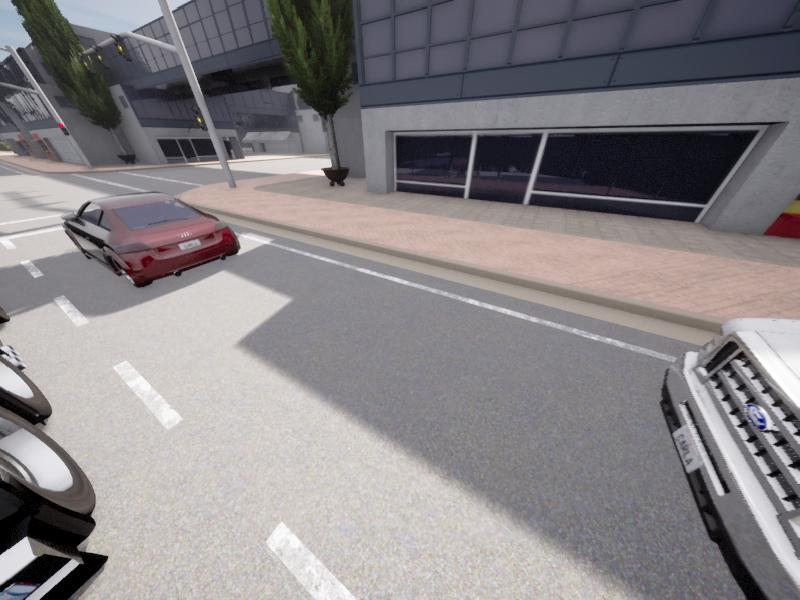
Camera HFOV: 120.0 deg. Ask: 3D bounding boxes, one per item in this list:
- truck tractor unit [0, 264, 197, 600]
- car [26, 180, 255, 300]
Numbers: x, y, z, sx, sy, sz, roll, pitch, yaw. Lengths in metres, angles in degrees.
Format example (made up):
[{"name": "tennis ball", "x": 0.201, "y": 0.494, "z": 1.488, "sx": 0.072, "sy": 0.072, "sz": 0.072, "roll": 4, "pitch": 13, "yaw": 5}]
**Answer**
[{"name": "truck tractor unit", "x": -5.112, "y": -0.300, "z": 0.780, "sx": 6.516, "sy": 4.208, "sz": 3.053, "roll": 18, "pitch": 39, "yaw": 24}, {"name": "car", "x": -5.732, "y": -1.647, "z": 5.206, "sx": 4.181, "sy": 1.385, "sz": 1.994, "roll": 18, "pitch": 39, "yaw": 24}]
